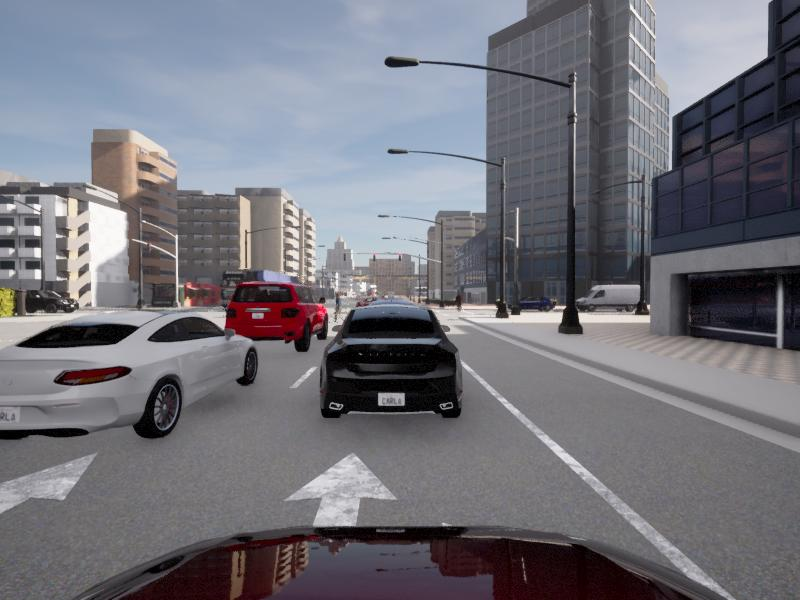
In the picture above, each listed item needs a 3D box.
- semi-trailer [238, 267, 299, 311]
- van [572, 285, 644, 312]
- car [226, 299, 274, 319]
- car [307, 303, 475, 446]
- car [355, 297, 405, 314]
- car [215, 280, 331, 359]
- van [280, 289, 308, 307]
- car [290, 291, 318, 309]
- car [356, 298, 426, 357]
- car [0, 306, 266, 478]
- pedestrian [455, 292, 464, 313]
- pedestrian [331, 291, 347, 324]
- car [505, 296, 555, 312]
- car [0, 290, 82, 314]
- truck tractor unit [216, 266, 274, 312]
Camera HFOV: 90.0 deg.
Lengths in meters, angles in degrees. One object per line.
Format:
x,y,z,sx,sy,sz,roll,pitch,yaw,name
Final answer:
-15.113,-1.197,47.532,2.717,4.402,14.254,0,1,-1,semi-trailer
19.906,-0.155,38.479,5.915,2.561,1.988,0,1,-1,van
-11.177,0.604,30.141,1.895,1.301,4.718,0,1,-1,car
-0.149,0.835,6.827,1.837,1.490,4.892,0,0,-1,car
-1.715,0.442,35.337,4.193,1.474,1.816,0,1,8,car
-3.796,0.479,13.206,2.150,2.045,5.566,0,1,-1,car
-15.283,-0.277,58.084,2.351,2.431,6.366,0,0,-1,van
-11.582,-0.018,48.534,2.150,2.045,5.566,0,0,-2,car
-0.289,0.737,13.310,1.882,1.535,5.008,0,1,-1,car
-3.631,0.861,5.908,1.812,1.442,4.674,0,0,-1,car
5.389,0.198,36.257,0.751,1.860,0.751,0,1,13,pedestrian
-3.494,0.422,23.035,0.751,1.860,0.751,0,1,-21,pedestrian
12.427,0.376,38.379,4.193,1.474,1.816,0,1,-1,car
-30.852,0.145,34.241,5.566,2.045,2.150,0,1,-1,car
-15.104,-1.010,39.618,3.053,4.208,6.516,0,0,2,truck tractor unit
